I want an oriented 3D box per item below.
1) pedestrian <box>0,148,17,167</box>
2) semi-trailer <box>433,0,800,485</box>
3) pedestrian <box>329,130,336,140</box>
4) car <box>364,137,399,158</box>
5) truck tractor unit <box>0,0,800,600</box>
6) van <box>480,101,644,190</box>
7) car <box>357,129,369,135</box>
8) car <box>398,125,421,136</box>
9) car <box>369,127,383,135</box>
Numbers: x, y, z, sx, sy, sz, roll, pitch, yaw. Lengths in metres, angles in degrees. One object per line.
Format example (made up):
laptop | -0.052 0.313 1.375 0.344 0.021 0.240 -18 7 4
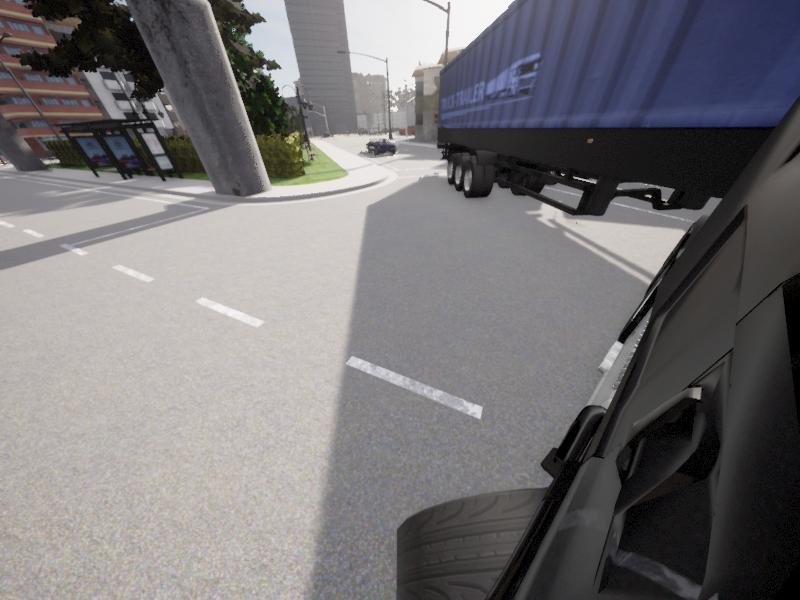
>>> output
pedestrian | -42.400 -15.187 24.442 0.751 1.860 0.751 1 37 4
semi-trailer | 3.659 -4.747 6.025 2.717 4.402 14.254 -4 37 -2
pedestrian | -15.164 -36.944 51.724 0.751 1.860 0.751 13 40 19
car | -1.843 -14.466 21.779 1.895 1.301 4.718 -14 39 -15
truck tractor unit | 2.645 -0.295 0.351 6.516 4.208 3.053 -28 44 -30
van | 6.413 -7.122 10.579 1.988 2.561 5.915 -12 38 -13
car | -12.763 -58.291 80.210 1.816 1.474 4.193 15 40 21
car | 2.450 -43.417 59.134 5.566 2.045 2.150 14 40 21
car | -8.475 -59.183 80.681 2.150 2.045 5.566 15 40 22
